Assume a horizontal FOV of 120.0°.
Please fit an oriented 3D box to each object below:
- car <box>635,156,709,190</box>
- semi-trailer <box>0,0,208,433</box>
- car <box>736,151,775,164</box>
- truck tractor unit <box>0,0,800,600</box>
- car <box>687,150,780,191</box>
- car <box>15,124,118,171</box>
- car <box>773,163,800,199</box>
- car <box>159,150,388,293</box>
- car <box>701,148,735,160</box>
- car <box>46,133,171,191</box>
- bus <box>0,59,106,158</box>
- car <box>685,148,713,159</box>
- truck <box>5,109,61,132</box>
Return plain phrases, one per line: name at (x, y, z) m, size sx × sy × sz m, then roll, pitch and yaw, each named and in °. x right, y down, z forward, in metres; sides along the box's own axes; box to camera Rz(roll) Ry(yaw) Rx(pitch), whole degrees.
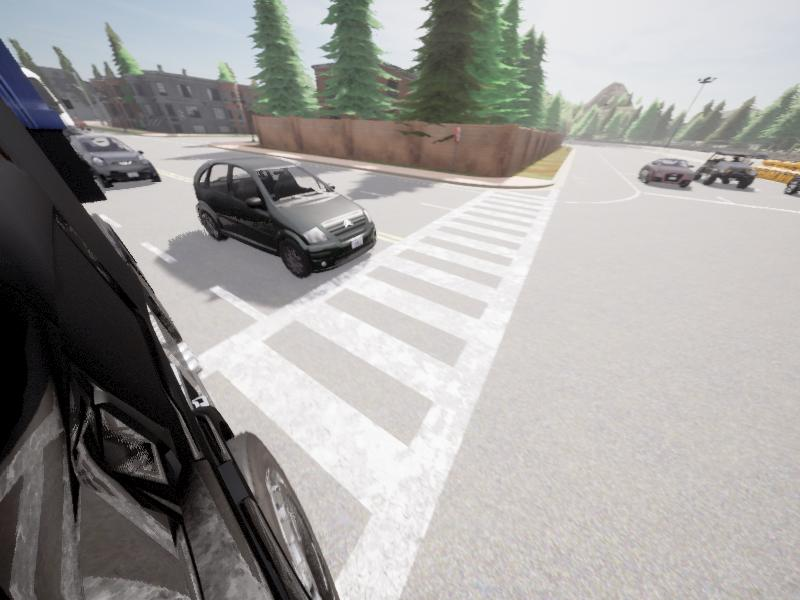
car at (17.210, -8.310, 14.916) m, size 1.994 × 1.385 × 4.181 m, roll 23°, pitch 41°, yaw 24°
semi-trailer at (-9.127, -3.273, 3.751) m, size 14.254 × 4.402 × 2.717 m, roll 23°, pitch 41°, yaw 25°
car at (61.297, -24.716, 39.950) m, size 1.837 × 1.490 × 4.892 m, roll 22°, pitch 41°, yaw 24°
truck tractor unit at (-2.645, -0.295, 0.351) m, size 6.516 × 4.208 × 3.053 m, roll 28°, pitch 44°, yaw 30°
car at (21.802, -8.763, 15.406) m, size 1.905 × 1.878 × 3.866 m, roll 23°, pitch 41°, yaw 24°
car at (-16.608, -7.702, 11.553) m, size 3.988 × 1.617 × 1.851 m, roll 22°, pitch 41°, yaw 24°
car at (22.996, -5.865, 11.814) m, size 2.152 × 1.651 × 5.027 m, roll 23°, pitch 41°, yaw 24°
car at (-2.428, -1.892, 4.716) m, size 3.988 × 1.617 × 1.851 m, roll 22°, pitch 41°, yaw 24°
car at (60.123, -27.620, 43.747) m, size 2.038 × 1.542 × 4.974 m, roll 21°, pitch 40°, yaw 23°
car at (-11.233, -5.452, 8.963) m, size 3.633 × 1.501 × 1.845 m, roll 22°, pitch 41°, yaw 24°
bus at (-25.123, -12.389, 15.047) m, size 10.273 × 4.253 × 3.944 m, roll 23°, pitch 41°, yaw 24°
car at (55.458, -27.205, 42.908) m, size 1.970 × 1.475 × 3.806 m, roll 22°, pitch 41°, yaw 24°
truck at (-46.555, -22.741, 29.306) m, size 6.274 × 2.098 × 2.390 m, roll 22°, pitch 41°, yaw 24°
